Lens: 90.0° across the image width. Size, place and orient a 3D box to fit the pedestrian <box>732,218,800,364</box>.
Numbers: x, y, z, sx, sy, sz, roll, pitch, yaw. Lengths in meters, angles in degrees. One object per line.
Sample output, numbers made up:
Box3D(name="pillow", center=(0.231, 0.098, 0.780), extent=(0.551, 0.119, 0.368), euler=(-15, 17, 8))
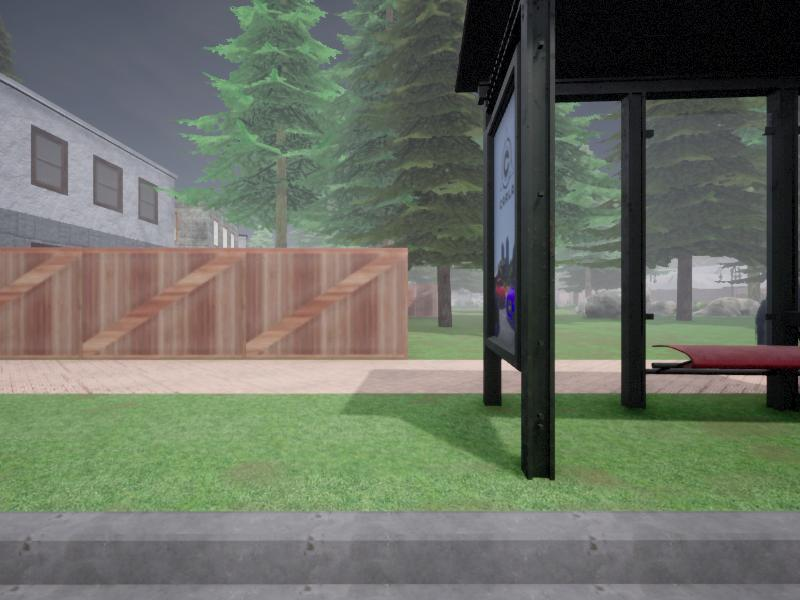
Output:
Box3D(name="pedestrian", center=(5.203, -0.115, 5.442), extent=(0.751, 1.860, 0.751), euler=(0, 0, 5))
